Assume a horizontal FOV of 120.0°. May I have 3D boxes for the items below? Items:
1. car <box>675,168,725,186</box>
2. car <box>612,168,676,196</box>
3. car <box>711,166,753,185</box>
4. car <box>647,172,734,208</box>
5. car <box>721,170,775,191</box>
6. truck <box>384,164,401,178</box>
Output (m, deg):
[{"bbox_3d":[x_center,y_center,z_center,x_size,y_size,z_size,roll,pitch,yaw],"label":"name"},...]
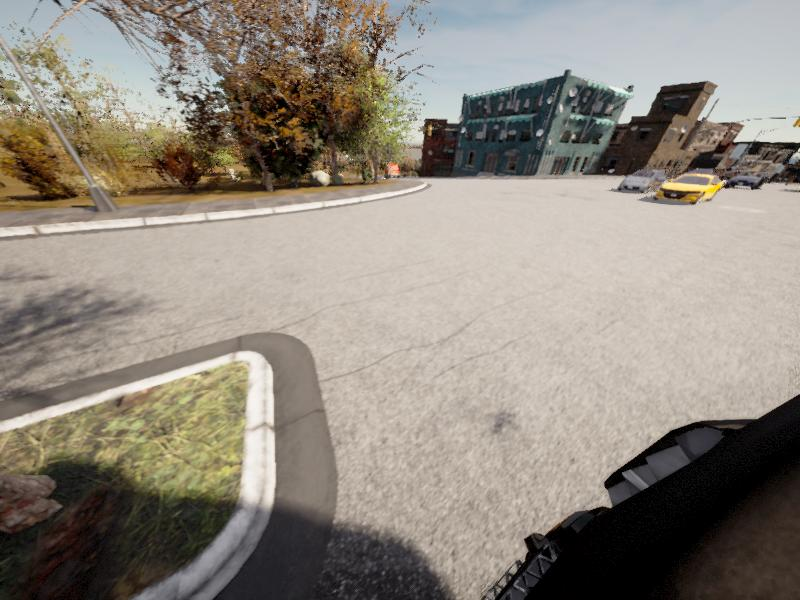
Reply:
[{"bbox_3d":[30.174,-12.394,23.236,4.181,1.385,1.994,-16,38,-26],"label":"car"},{"bbox_3d":[18.168,-8.884,17.241,3.633,1.501,1.845,-17,38,-25],"label":"car"},{"bbox_3d":[42.006,-15.770,29.251,3.866,1.878,1.905,-14,37,-27],"label":"car"},{"bbox_3d":[17.892,-6.893,14.203,5.008,1.535,1.882,-17,37,-26],"label":"car"},{"bbox_3d":[32.050,-11.050,21.274,4.193,1.474,1.816,-15,38,-26],"label":"car"},{"bbox_3d":[-1.682,-26.931,48.313,2.627,2.467,5.204,-5,29,-11],"label":"truck"}]
